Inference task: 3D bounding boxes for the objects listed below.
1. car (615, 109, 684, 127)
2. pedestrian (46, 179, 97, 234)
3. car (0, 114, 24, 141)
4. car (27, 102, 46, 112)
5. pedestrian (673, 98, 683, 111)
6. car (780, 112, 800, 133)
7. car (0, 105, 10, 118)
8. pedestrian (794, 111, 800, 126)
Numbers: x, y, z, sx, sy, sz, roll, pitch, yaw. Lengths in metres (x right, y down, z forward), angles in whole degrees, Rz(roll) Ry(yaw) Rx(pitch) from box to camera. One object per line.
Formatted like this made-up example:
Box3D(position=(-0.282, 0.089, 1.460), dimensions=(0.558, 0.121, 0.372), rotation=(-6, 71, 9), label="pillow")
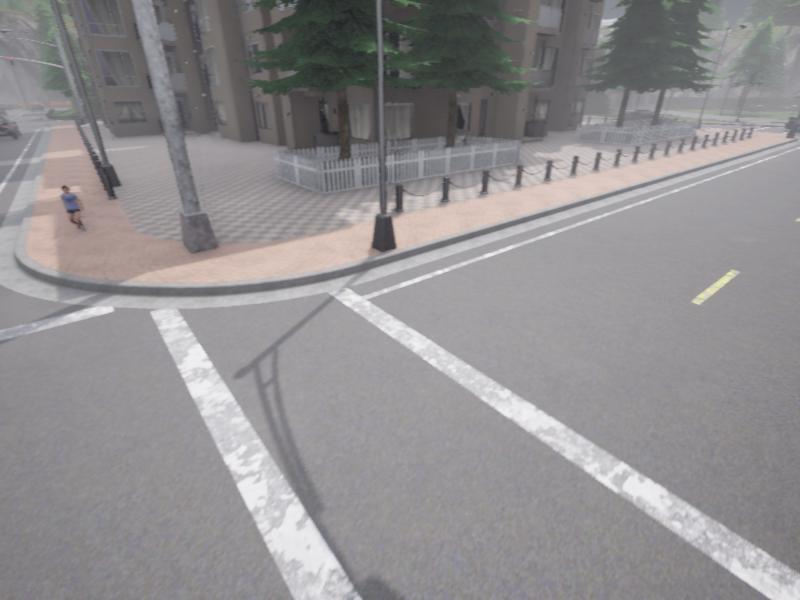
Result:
Box3D(position=(24.959, -18.370, 40.305), dimensions=(2.033, 1.411, 5.357), rotation=(-20, 33, -33), label="car")
Box3D(position=(-7.455, -2.145, 9.129), dimensions=(0.500, 1.100, 0.500), rotation=(-10, 29, -19), label="pedestrian")
Box3D(position=(-29.749, -12.815, 29.710), dimensions=(2.038, 1.542, 4.974), rotation=(-19, 33, -32), label="car")
Box3D(position=(-68.701, -36.566, 75.756), dimensions=(2.128, 1.511, 4.902), rotation=(-19, 33, -32), label="car")
Box3D(position=(45.860, -32.198, 65.994), dimensions=(0.751, 1.860, 0.751), rotation=(6, 28, 12), label="pedestrian")
Box3D(position=(34.292, -14.253, 32.248), dimensions=(4.792, 1.488, 2.163), rotation=(16, 32, 28), label="car")
Box3D(position=(-56.798, -26.668, 56.492), dimensions=(1.789, 1.549, 3.705), rotation=(-19, 33, -32), label="car")
Box3D(position=(37.432, -17.140, 37.015), dimensions=(0.751, 1.860, 0.751), rotation=(18, 32, 31), label="pedestrian")
